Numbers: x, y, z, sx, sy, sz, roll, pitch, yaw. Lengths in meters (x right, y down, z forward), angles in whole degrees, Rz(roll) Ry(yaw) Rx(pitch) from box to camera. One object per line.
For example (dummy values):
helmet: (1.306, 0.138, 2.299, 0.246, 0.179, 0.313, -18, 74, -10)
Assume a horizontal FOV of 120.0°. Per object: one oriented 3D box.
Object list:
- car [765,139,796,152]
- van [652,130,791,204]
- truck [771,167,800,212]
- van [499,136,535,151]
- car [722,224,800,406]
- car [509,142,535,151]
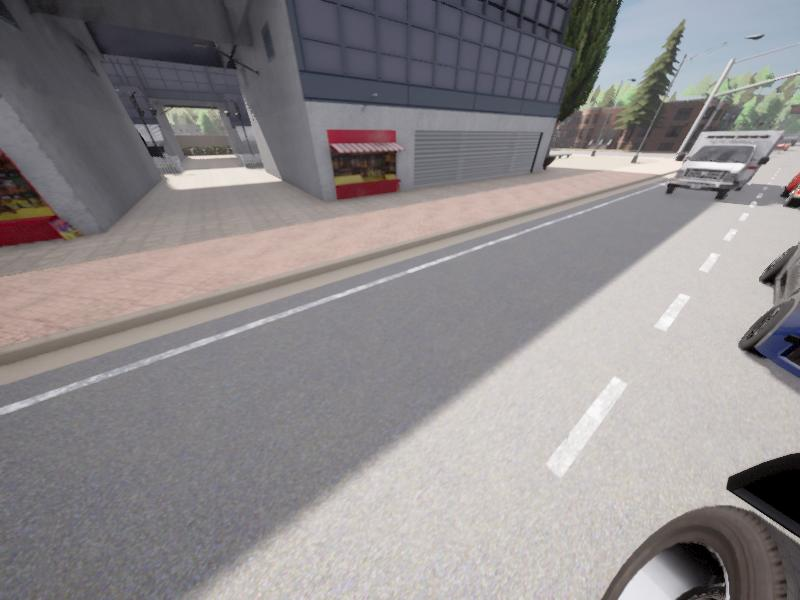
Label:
car: (66.264, -26.958, 40.199, 4.553, 1.767, 2.097, -22, 40, -28)
van: (15.218, -6.477, 10.927, 6.366, 2.431, 2.351, -22, 40, -28)
truck: (16.636, -4.600, 8.235, 5.204, 2.467, 2.627, -21, 40, -29)
van: (24.115, -32.512, 47.961, 5.915, 2.561, 1.988, 25, 42, 31)
car: (6.278, -0.083, 2.546, 4.611, 1.667, 2.242, -22, 40, -28)
car: (26.592, -33.581, 50.420, 4.514, 1.525, 2.007, 25, 42, 31)
